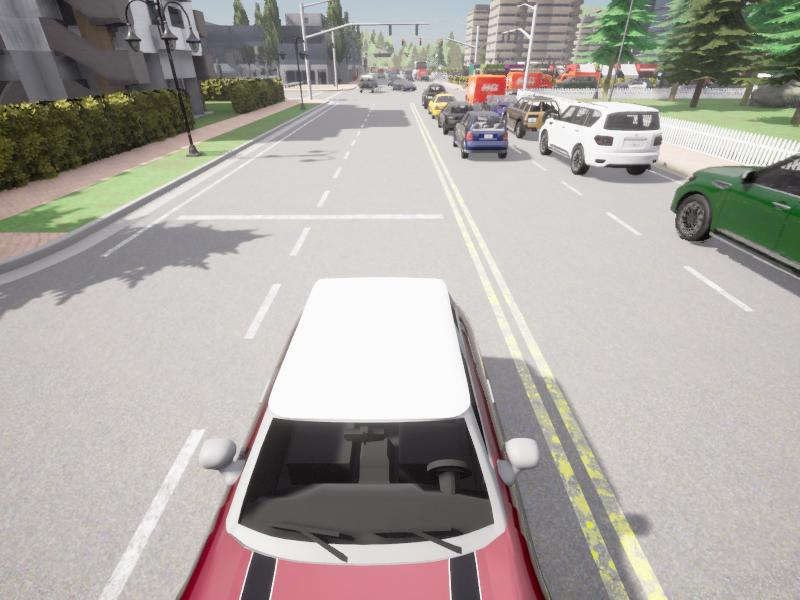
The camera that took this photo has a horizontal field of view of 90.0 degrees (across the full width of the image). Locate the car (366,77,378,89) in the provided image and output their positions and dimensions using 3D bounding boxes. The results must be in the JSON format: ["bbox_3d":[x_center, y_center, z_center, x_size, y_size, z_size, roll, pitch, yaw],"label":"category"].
[{"bbox_3d":[-4.518,-35.125,64.628,1.789,1.549,3.705,0,30,-1],"label":"car"}]

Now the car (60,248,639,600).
[{"bbox_3d":[-0.172,1.065,2.755,1.970,1.475,3.806,0,30,0],"label":"car"}]

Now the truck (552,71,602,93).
[{"bbox_3d":[23.857,-29.599,54.287,5.204,2.467,2.627,-1,30,-2],"label":"truck"}]

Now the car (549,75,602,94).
[{"bbox_3d":[22.419,-27.627,51.318,5.566,2.045,2.150,-1,30,-2],"label":"car"}]

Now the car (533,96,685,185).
[{"bbox_3d":[6.667,-5.726,13.801,2.150,2.045,5.566,0,30,-1],"label":"car"}]

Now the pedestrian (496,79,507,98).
[{"bbox_3d":[11.044,-22.961,43.459,0.751,1.860,0.751,-3,30,-5],"label":"pedestrian"}]

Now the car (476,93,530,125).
[{"bbox_3d":[6.506,-12.430,25.844,2.163,1.488,4.792,0,30,-1],"label":"car"}]

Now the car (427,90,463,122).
[{"bbox_3d":[2.984,-13.394,27.397,1.801,1.575,5.366,0,30,-1],"label":"car"}]

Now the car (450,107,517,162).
[{"bbox_3d":[3.141,-6.676,15.916,1.789,1.549,3.705,0,30,-1],"label":"car"}]

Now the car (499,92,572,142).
[{"bbox_3d":[6.582,-9.309,20.105,1.932,1.855,4.605,0,30,-1],"label":"car"}]

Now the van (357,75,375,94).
[{"bbox_3d":[-4.347,-27.977,51.921,2.069,2.038,4.480,0,30,-1],"label":"van"}]

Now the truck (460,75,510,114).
[{"bbox_3d":[6.431,-16.072,31.102,2.627,2.467,5.204,0,30,-1],"label":"truck"}]

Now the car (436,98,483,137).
[{"bbox_3d":[3.064,-9.828,21.393,1.816,1.474,4.193,0,30,-1],"label":"car"}]

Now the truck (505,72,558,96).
[{"bbox_3d":[15.585,-25.762,47.698,5.204,2.467,2.627,-1,30,-2],"label":"truck"}]

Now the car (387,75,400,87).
[{"bbox_3d":[-1.073,-37.602,68.655,2.097,1.767,4.553,0,30,-1],"label":"car"}]

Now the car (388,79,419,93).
[{"bbox_3d":[0.415,-29.420,54.948,2.163,1.488,4.792,-15,33,-24],"label":"car"}]

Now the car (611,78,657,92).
[{"bbox_3d":[31.960,-29.396,54.748,4.856,1.649,2.033,-1,30,-2],"label":"car"}]

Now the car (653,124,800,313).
[{"bbox_3d":[6.778,-1.199,6.049,2.150,2.045,5.566,0,30,-1],"label":"car"}]

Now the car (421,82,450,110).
[{"bbox_3d":[2.903,-17.075,33.405,1.932,1.855,4.605,0,30,-1],"label":"car"}]

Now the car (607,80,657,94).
[{"bbox_3d":[29.865,-27.541,51.685,4.974,1.542,2.038,-1,30,-2],"label":"car"}]
